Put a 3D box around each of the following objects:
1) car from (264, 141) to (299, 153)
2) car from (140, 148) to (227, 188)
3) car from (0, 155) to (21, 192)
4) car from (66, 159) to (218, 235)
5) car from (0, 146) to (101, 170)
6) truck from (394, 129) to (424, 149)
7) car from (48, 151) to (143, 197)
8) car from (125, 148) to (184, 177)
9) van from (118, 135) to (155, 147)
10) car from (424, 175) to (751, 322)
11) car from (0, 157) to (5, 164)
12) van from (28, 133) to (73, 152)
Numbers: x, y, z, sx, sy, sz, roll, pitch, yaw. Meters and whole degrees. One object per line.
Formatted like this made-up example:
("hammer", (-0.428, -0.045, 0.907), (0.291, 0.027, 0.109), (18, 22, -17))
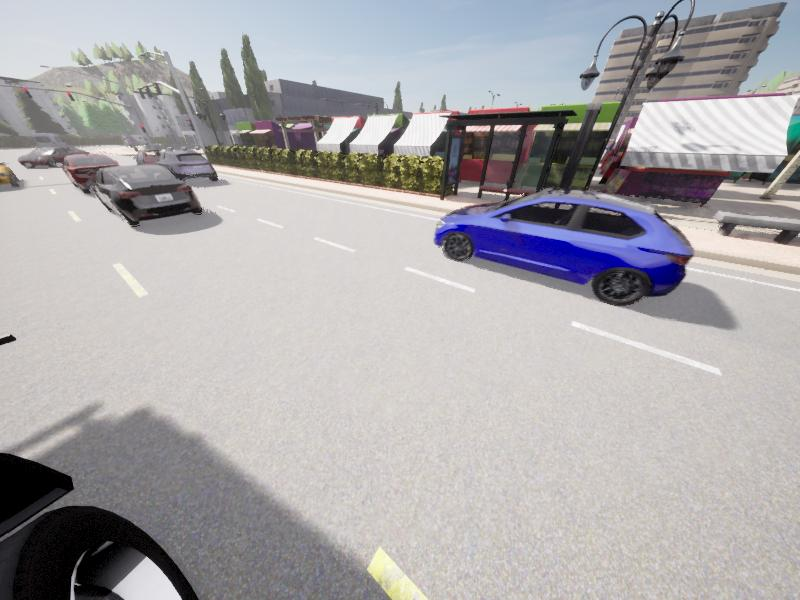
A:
("car", (-21.205, -27.644, 41.585), (2.152, 1.651, 5.027), (24, 41, 29))
("car", (-12.863, -7.965, 13.716), (4.856, 1.649, 2.033), (23, 41, 28))
("car", (-21.758, -6.694, 11.894), (5.366, 1.575, 1.801), (23, 41, 29))
("car", (-8.807, -3.752, 7.892), (4.792, 1.488, 2.163), (22, 41, 28))
("car", (-29.964, -12.473, 20.124), (2.163, 1.488, 4.792), (-5, 35, -7))
("truck", (2.295, -39.688, 56.919), (2.891, 3.827, 8.468), (23, 41, 29))
("car", (-15.545, -6.563, 11.786), (5.008, 1.535, 1.882), (23, 41, 28))
("car", (-17.701, -10.006, 16.664), (3.633, 1.501, 1.845), (25, 42, 31))
("van", (-68.205, -41.339, 59.995), (2.351, 2.431, 6.366), (-2, 35, -3))
("car", (2.795, -1.398, 4.636), (4.193, 1.474, 1.816), (23, 41, 28))
("car", (-40.381, -12.981, 20.807), (1.812, 1.442, 4.674), (23, 41, 29))
("van", (-59.894, -27.129, 39.763), (1.988, 2.561, 5.915), (-23, 41, -29))
